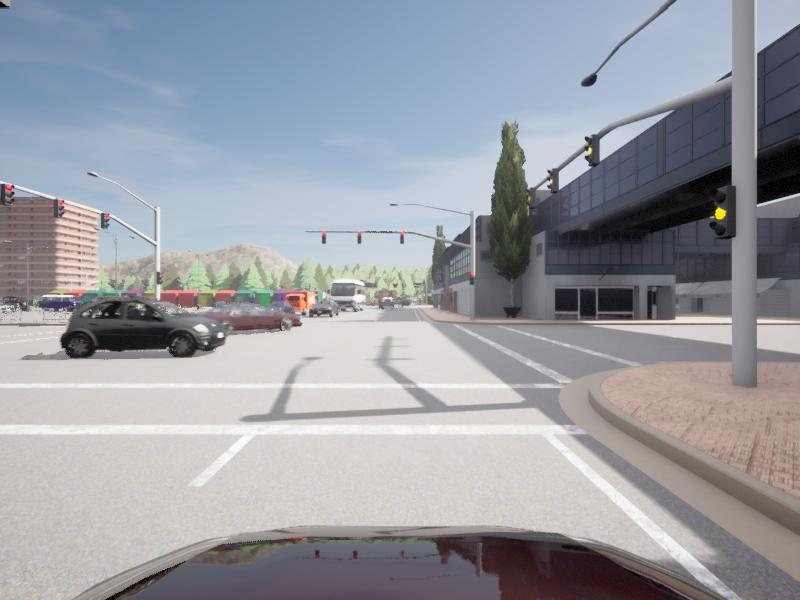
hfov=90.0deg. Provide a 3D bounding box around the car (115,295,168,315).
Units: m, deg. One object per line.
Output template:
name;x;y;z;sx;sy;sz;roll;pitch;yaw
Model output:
car;-24.890;0.499;38.658;3.866;1.878;1.905;0;0;0

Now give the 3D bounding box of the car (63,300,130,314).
car;-31.328;0.732;41.381;5.357;1.415;2.033;0;0;0

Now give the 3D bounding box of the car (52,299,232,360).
car;-7.252;0.788;11.607;3.988;1.617;1.851;0;0;-3

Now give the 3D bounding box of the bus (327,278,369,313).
bus;-6.596;-0.535;52.818;3.944;4.253;10.273;0;0;2

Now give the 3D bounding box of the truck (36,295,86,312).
truck;-42.378;0.402;50.062;4.478;2.038;2.069;0;0;0

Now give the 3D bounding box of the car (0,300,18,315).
car;-42.354;0.739;41.382;3.806;1.475;1.970;0;0;0

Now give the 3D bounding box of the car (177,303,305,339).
car;-7.417;0.895;19.168;2.033;1.411;5.357;0;0;43

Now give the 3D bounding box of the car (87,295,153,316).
car;-24.947;0.497;35.764;4.605;1.855;1.932;0;0;0

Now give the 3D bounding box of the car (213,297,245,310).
car;-24.907;0.499;58.282;3.866;1.878;1.905;0;0;0

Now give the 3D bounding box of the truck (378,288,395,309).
truck;-2.512;-0.325;79.001;2.891;3.827;8.468;0;0;2

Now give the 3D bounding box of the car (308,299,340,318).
car;-7.093;0.780;37.843;2.152;1.651;5.027;0;0;0

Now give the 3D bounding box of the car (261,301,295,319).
car;-10.616;0.827;34.976;1.845;1.501;3.633;0;0;1

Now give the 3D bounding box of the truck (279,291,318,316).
truck;-10.505;0.357;41.772;2.627;2.467;5.204;0;0;1
